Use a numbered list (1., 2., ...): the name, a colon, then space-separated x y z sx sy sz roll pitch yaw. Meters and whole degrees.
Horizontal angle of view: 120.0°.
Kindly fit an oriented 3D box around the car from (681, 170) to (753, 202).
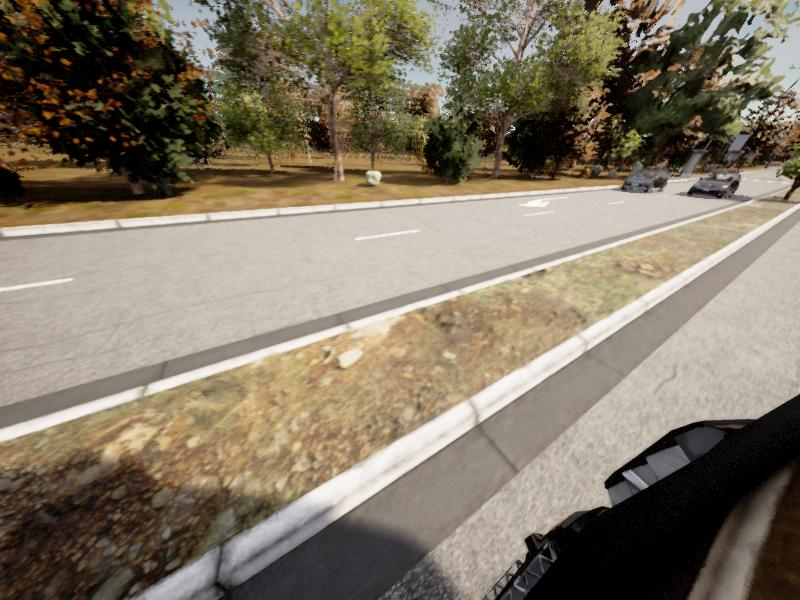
1. car: 22.348 -8.119 16.289 3.988 1.617 1.851 -16 38 -26

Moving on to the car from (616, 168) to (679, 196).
1. car: 18.417 -8.883 17.206 3.705 1.549 1.789 -16 38 -26
